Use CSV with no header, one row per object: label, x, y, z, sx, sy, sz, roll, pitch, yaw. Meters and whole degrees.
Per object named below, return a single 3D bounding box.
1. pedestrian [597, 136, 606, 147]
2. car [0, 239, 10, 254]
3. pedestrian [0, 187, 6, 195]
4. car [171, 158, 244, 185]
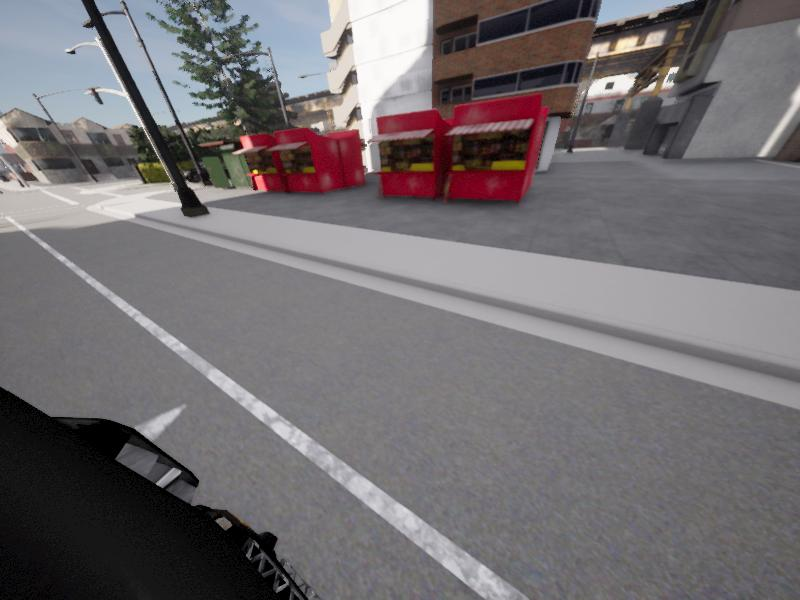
pedestrian,40.519,-31.805,46.383,0.751,1.860,0.751,14,37,25
car,-14.656,-2.142,6.992,4.792,1.488,2.163,16,38,26
pedestrian,-44.573,-12.445,25.094,0.751,1.860,0.751,0,33,5
car,-21.101,-14.365,25.705,2.150,2.045,5.566,16,38,27
